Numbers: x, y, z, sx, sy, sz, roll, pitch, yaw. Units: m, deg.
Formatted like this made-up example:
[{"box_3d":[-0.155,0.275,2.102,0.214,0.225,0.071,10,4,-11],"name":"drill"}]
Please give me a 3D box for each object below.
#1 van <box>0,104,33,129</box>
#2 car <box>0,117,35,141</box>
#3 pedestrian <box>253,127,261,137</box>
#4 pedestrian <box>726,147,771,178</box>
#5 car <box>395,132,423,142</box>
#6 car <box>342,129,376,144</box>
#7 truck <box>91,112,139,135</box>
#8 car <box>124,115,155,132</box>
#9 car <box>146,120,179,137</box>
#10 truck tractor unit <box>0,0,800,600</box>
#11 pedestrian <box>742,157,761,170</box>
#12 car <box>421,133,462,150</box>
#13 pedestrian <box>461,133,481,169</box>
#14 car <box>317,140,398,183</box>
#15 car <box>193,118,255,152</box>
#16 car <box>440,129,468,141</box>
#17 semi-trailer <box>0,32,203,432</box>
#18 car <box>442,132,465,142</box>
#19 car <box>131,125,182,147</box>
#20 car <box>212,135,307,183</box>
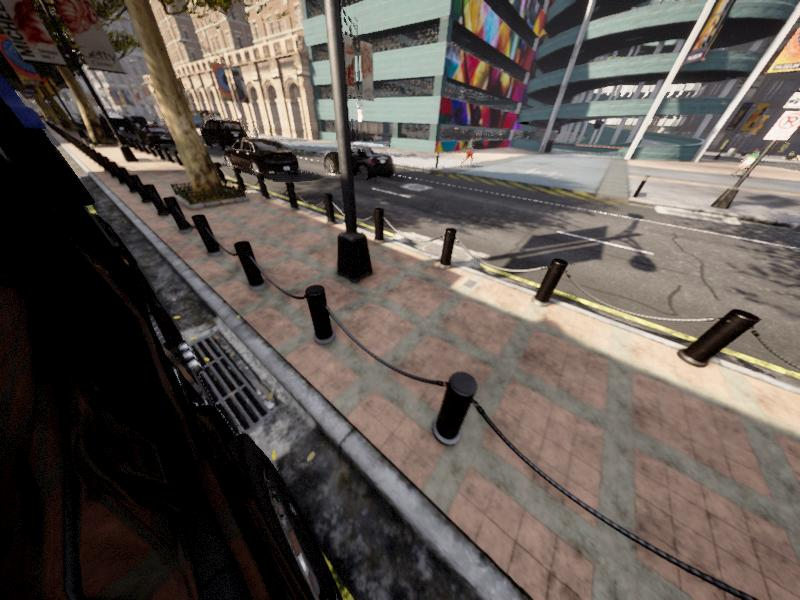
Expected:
[{"box_3d":[-50.895,-23.929,30.091,6.366,2.431,2.351,27,43,29],"name":"van"},{"box_3d":[-33.536,-14.611,19.635,4.792,1.488,2.163,27,43,29],"name":"car"},{"box_3d":[-20.778,-24.387,33.565,0.500,1.100,0.500,14,38,15],"name":"pedestrian"},{"box_3d":[25.628,-10.111,17.050,0.751,1.860,0.751,20,40,21],"name":"pedestrian"},{"box_3d":[1.502,-29.243,41.459,4.718,1.301,1.895,27,43,29],"name":"car"},{"box_3d":[-6.067,-24.254,34.207,4.786,1.482,2.161,27,43,29],"name":"car"},{"box_3d":[-36.120,-22.338,29.251,6.274,2.098,2.390,27,43,29],"name":"truck"},{"box_3d":[-39.331,-26.606,34.896,3.866,1.878,1.905,27,43,29],"name":"car"},{"box_3d":[-30.021,-21.663,29.220,3.705,1.549,1.789,28,43,29],"name":"car"},{"box_3d":[-2.645,-0.295,0.351,6.516,4.208,3.053,28,44,30],"name":"truck tractor unit"},{"box_3d":[34.418,-13.363,22.618,0.500,1.100,0.500,32,45,33],"name":"pedestrian"},{"box_3d":[5.546,-21.488,31.242,4.902,1.511,2.128,27,43,29],"name":"car"},{"box_3d":[4.566,-9.631,14.975,0.751,1.860,0.751,17,39,18],"name":"pedestrian"},{"box_3d":[-2.209,-7.329,12.055,3.806,1.475,1.970,27,43,29],"name":"car"},{"box_3d":[-15.164,-14.218,19.889,5.566,2.045,2.150,28,44,30],"name":"car"},{"box_3d":[12.425,-38.207,53.433,5.566,2.045,2.435,27,43,29],"name":"car"},{"box_3d":[-8.781,-3.557,4.129,14.254,4.402,2.717,27,43,29],"name":"semi-trailer"},{"box_3d":[12.364,-37.917,53.696,4.514,1.523,2.007,27,43,29],"name":"car"},{"box_3d":[-21.689,-14.614,20.539,4.181,1.385,1.994,27,43,29],"name":"car"},{"box_3d":[-6.961,-7.087,11.398,4.892,1.490,1.837,27,43,29],"name":"car"}]
